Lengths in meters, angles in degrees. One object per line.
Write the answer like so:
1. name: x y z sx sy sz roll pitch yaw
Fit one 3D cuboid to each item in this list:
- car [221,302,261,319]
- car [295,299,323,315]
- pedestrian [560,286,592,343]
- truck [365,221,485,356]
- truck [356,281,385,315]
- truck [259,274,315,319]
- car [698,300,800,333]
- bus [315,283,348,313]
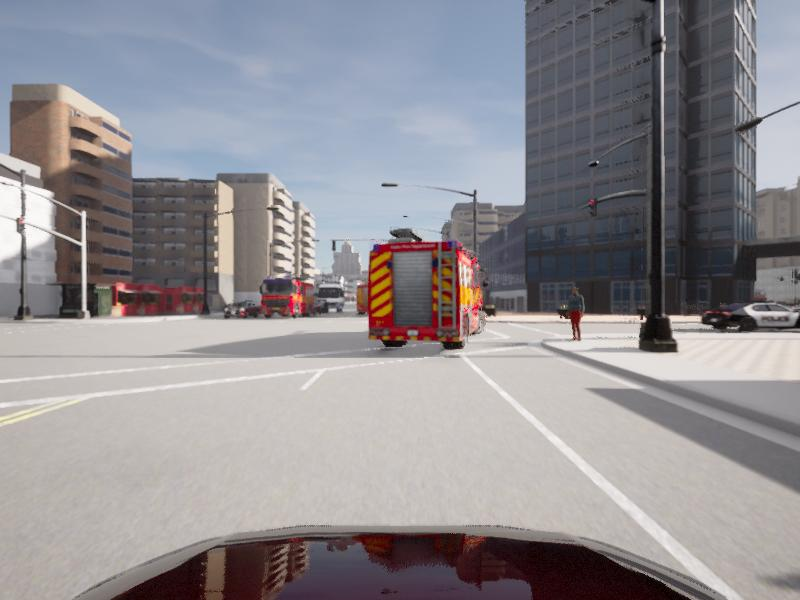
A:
1. car: -13.952 0.886 35.348 1.970 1.475 3.806 0 0 0
2. car: -10.430 0.814 46.162 2.097 1.767 4.553 0 -1 0
3. pedestrian: 6.007 0.483 13.657 0.751 1.860 0.751 0 0 -42
4. truck: 1.520 -0.323 15.800 2.891 3.827 8.468 0 0 16
5. truck: -3.428 -0.182 48.535 2.891 3.827 8.468 0 -1 0
6. truck: -10.465 -0.270 38.022 2.891 3.827 8.468 0 0 0
7. car: 18.070 0.792 19.885 4.974 1.542 2.038 0 0 1
8. bus: -10.460 -0.235 62.192 3.944 4.253 10.273 0 -1 -4
